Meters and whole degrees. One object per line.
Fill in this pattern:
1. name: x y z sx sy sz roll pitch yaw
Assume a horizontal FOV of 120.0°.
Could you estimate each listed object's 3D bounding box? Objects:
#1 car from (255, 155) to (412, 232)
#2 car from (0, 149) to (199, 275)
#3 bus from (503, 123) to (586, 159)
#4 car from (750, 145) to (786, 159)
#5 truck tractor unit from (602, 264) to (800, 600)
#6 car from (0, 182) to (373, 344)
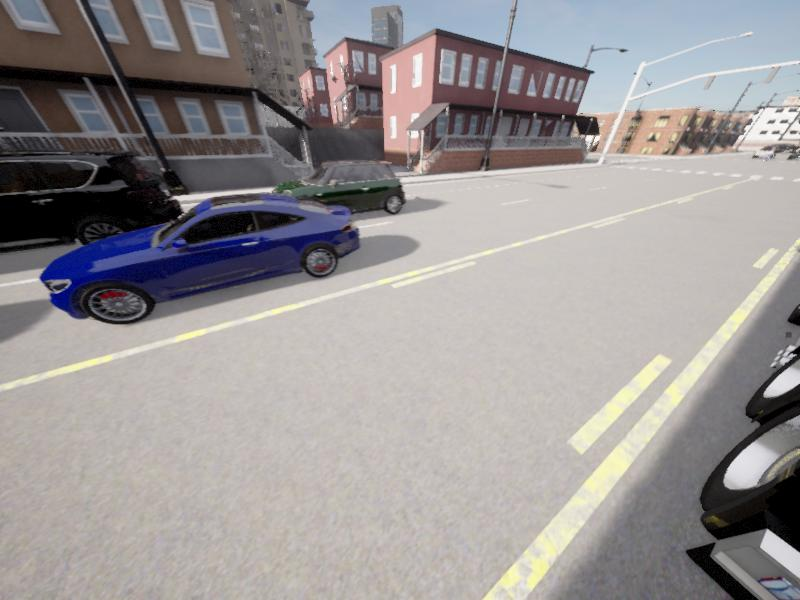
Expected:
1. car: -2.092 -3.889 8.003 4.553 1.767 2.097 -18 39 -24
2. car: -8.339 -1.942 4.922 5.566 2.045 2.150 -18 39 -24
3. bus: 22.893 -25.956 37.805 3.944 4.253 10.273 -18 39 -24
4. car: 59.916 -24.132 37.637 4.605 1.855 1.932 -18 39 -24
5. truck tractor unit: 5.120 -0.289 0.790 6.516 4.208 3.053 -18 39 -24
6. car: -3.061 -1.113 4.312 4.674 1.442 1.812 -18 39 -24
